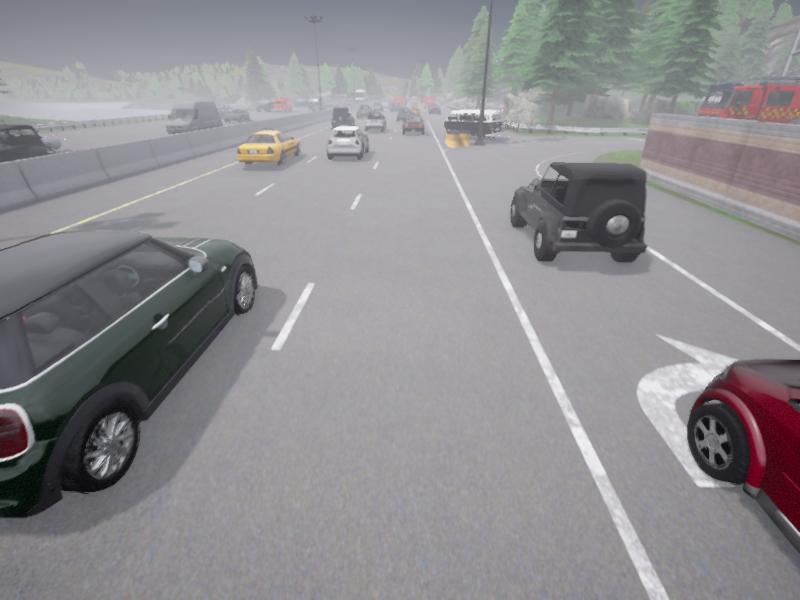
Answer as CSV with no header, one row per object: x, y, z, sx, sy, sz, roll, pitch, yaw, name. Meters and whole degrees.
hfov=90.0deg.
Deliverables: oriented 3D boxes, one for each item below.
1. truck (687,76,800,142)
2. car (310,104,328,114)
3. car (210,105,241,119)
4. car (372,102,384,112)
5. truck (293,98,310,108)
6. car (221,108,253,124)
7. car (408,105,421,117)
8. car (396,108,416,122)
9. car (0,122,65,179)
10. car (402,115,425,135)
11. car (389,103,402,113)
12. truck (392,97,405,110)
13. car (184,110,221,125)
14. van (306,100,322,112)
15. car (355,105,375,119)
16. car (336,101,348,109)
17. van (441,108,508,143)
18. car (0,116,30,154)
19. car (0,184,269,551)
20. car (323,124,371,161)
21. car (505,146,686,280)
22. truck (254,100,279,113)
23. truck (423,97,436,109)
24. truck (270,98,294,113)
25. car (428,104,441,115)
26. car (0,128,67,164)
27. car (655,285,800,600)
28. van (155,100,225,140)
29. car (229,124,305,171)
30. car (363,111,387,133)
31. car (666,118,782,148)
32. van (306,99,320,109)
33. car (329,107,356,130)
25.124,-12.818,26.926,8.468,3.827,2.891,0,27,2,truck
-14.909,-35.178,73.455,2.128,1.511,4.902,1,27,2,car
-24.854,-26.933,57.249,2.038,1.542,4.974,1,27,2,car
-4.243,-37.507,77.768,2.033,1.649,4.856,1,27,2,car
-24.454,-48.953,99.520,2.390,2.098,6.274,1,27,2,truck
-19.351,-21.953,47.693,1.816,1.474,4.193,1,27,2,car
2.142,-28.786,60.926,1.882,1.535,5.008,1,27,2,car
0.789,-23.090,49.854,1.845,1.501,3.633,6,28,11,car
-16.976,-6.366,16.920,1.905,1.878,3.866,1,27,2,car
1.196,-15.381,35.118,1.895,1.301,4.718,1,27,2,car
-0.799,-36.660,76.243,2.242,1.667,4.611,1,27,2,car
-0.289,-44.230,89.942,2.627,2.467,5.204,1,27,2,truck
-22.898,-21.280,46.578,1.895,1.301,4.718,1,27,2,car
-17.161,-39.090,80.416,2.069,2.038,4.480,1,27,2,van
-4.976,-27.226,57.743,2.242,1.667,4.611,1,27,2,car
-14.046,-47.294,97.022,2.128,1.511,4.902,1,27,2,car
5.518,-13.262,30.189,4.480,2.038,2.069,24,39,39,van
-23.783,-9.052,22.147,1.932,1.855,4.605,1,28,2,car
-3.418,0.020,4.613,2.097,1.767,4.553,1,27,2,car
-2.792,-8.667,21.858,1.970,1.475,3.806,1,27,2,car
3.734,-2.104,8.643,1.905,1.878,3.866,1,27,2,car
-25.313,-36.896,76.067,2.390,2.098,6.274,1,27,2,truck
6.830,-45.846,93.089,2.627,2.467,5.204,1,27,2,truck
-21.625,-35.758,73.452,2.627,2.467,5.204,1,27,2,truck
5.947,-33.028,69.184,2.038,1.542,4.974,1,27,2,car
-20.337,-8.055,20.855,1.895,1.301,4.718,1,27,2,car
3.494,1.427,2.144,1.789,1.549,3.705,1,27,2,car
-16.429,-14.401,31.840,1.988,2.561,5.915,1,27,2,van
-6.363,-7.707,19.873,1.801,1.575,5.366,1,27,2,car
-2.232,-16.555,37.057,1.851,1.617,3.988,1,27,2,car
19.627,-10.257,24.474,4.974,1.542,2.038,1,27,1,car
-21.042,-47.655,97.074,2.069,2.038,4.480,1,27,2,van
-5.640,-17.986,39.528,1.905,1.878,3.866,1,27,2,car
